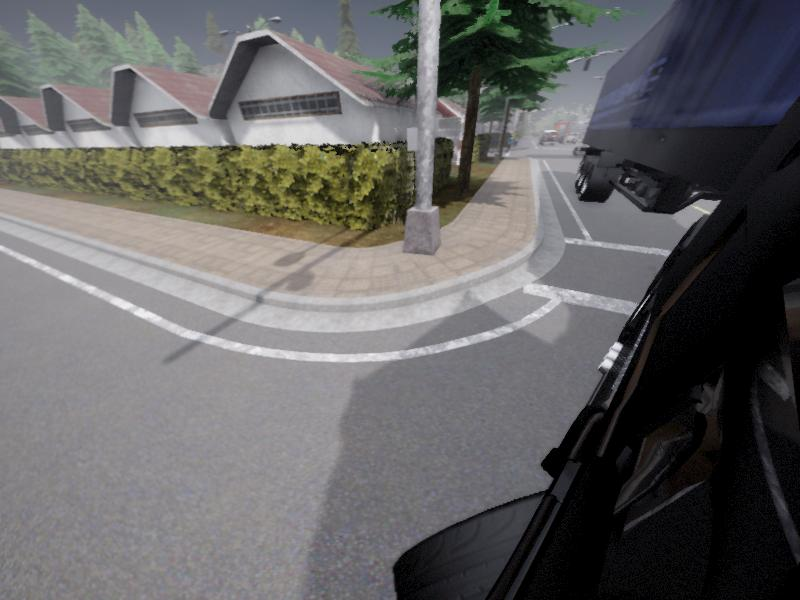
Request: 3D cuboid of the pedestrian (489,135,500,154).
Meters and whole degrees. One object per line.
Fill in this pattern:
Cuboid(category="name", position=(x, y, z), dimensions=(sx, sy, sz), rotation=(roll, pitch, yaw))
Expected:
Cuboid(category="pedestrian", position=(11.485, -18.945, 28.211), dimensions=(0.751, 1.860, 0.751), rotation=(18, 40, 25))

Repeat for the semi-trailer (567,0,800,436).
Cuboid(category="semi-trailer", position=(6.873, -4.341, 5.545), dimensions=(2.717, 4.402, 14.254), rotation=(16, 39, 23))

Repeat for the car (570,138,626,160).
Cuboid(category="car", position=(18.392, -14.297, 21.777), dimensions=(1.812, 1.442, 4.674), rotation=(3, 37, 6))

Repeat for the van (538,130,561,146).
Cuboid(category="van", position=(24.527, -26.784, 38.161), dimensions=(2.069, 2.038, 4.480), rotation=(11, 37, 16))

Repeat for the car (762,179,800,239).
Cuboid(category="car", position=(9.276, -1.199, 3.415), dimensions=(2.242, 1.667, 4.611), rotation=(16, 39, 23))

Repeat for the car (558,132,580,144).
Cuboid(category="car", position=(30.004, -28.787, 41.087), dimensions=(2.152, 1.651, 5.027), rotation=(13, 38, 20))

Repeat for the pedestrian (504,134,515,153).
Cuboid(category="pedestrian", position=(13.350, -18.974, 28.065), dimensions=(0.751, 1.860, 0.751), rotation=(14, 38, 20))

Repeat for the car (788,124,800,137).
Cuboid(category="car", position=(71.851, -29.798, 40.454), dimensions=(1.905, 1.878, 3.866), rotation=(13, 38, 20))

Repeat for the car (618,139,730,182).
Cuboid(category="car", position=(14.387, -7.783, 12.649), dimensions=(2.128, 1.511, 4.902), rotation=(14, 39, 19))

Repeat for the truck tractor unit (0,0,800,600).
Cuboid(category="truck tractor unit", position=(2.645, -0.295, 0.351), dimensions=(6.516, 4.208, 3.053), rotation=(-28, 44, -30))

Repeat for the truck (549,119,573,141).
Cuboid(category="truck", position=(37.448, -39.679, 54.085), dimensions=(2.891, 3.827, 8.468), rotation=(13, 38, 20))
